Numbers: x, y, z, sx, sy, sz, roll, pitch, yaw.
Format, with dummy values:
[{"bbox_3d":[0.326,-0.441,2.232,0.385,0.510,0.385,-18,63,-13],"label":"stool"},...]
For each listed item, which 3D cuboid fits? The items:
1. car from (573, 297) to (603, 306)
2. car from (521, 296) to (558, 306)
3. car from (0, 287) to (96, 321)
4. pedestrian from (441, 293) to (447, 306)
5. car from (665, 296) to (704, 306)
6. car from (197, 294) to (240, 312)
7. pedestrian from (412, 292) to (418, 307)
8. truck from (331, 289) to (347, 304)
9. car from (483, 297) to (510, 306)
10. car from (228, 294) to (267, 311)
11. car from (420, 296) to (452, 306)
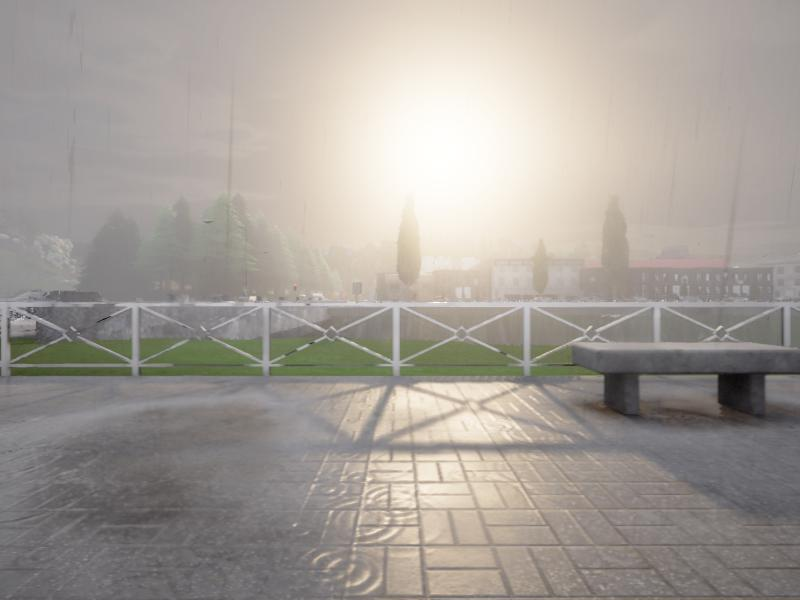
[{"bbox_3d":[30.212,0.235,64.379,3.806,1.475,1.970,0,0,0],"label":"car"},{"bbox_3d":[22.431,0.148,64.371,5.238,1.638,1.930,0,0,0],"label":"car"},{"bbox_3d":[-19.496,0.199,21.899,2.033,1.649,4.856,0,0,0],"label":"car"},{"bbox_3d":[5.953,-0.073,54.322,0.751,1.860,0.751,0,0,4],"label":"pedestrian"},{"bbox_3d":[45.797,0.120,64.396,4.856,1.649,2.033,0,0,0],"label":"car"},{"bbox_3d":[-15.507,0.271,34.403,1.816,1.474,4.193,0,0,0],"label":"car"},{"bbox_3d":[1.925,-0.065,51.603,0.751,1.860,0.751,0,0,-1],"label":"pedestrian"},{"bbox_3d":[-15.540,-0.908,103.135,2.891,3.827,8.468,0,0,0],"label":"truck"},{"bbox_3d":[15.508,0.237,64.363,3.806,1.475,1.970,0,0,0],"label":"car"},{"bbox_3d":[-15.509,0.243,41.003,2.038,1.542,4.974,0,0,0],"label":"car"},{"bbox_3d":[5.717,0.175,64.353,5.027,1.651,2.152,0,0,0],"label":"car"}]
